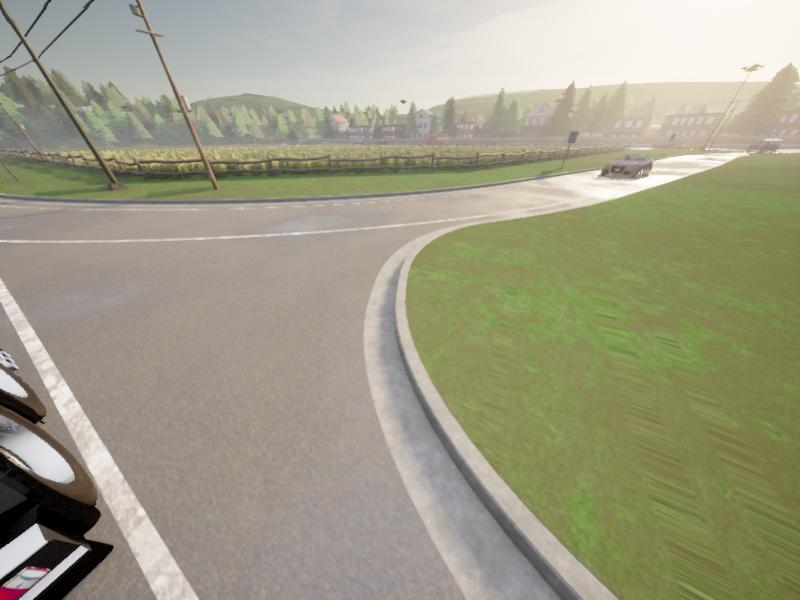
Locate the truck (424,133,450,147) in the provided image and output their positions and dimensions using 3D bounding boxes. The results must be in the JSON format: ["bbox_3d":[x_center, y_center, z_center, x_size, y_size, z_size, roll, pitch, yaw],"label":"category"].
[{"bbox_3d":[13.353,-57.570,83.185,8.468,3.827,2.891,18,39,25],"label":"truck"}]

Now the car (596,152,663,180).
[{"bbox_3d":[16.364,-9.629,16.488,4.181,1.385,1.994,-22,40,-28],"label":"car"}]

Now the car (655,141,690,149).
[{"bbox_3d":[65.201,-37.120,55.404,5.008,1.535,1.882,18,39,25],"label":"car"}]

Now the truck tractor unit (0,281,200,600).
[{"bbox_3d":[-5.141,-0.270,0.737,6.516,4.208,3.053,17,38,23],"label":"truck tractor unit"}]

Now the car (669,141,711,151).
[{"bbox_3d":[62.563,-33.372,50.009,5.366,1.575,1.801,18,39,25],"label":"car"}]

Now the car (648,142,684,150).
[{"bbox_3d":[61.699,-35.961,53.769,5.008,1.535,1.882,18,39,25],"label":"car"}]

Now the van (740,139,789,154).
[{"bbox_3d":[59.735,-25.217,37.928,4.480,2.038,2.069,-7,35,-11],"label":"van"}]
